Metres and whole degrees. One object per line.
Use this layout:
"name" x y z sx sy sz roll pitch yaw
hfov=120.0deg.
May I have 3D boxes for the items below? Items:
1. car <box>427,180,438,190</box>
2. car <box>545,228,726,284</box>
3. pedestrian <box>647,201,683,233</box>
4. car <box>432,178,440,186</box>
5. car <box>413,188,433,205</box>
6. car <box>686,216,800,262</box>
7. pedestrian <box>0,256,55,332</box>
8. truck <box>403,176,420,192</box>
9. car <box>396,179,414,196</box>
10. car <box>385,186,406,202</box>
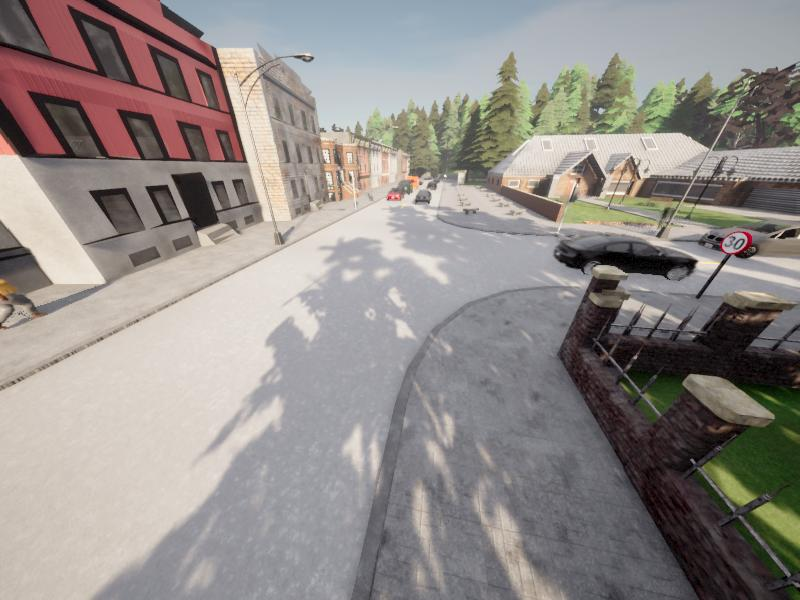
"car" 6.505 -23.150 46.607 1.837 1.490 4.892 5 30 9
"car" 9.508 -1.996 9.925 5.008 1.535 1.882 5 30 8
"pedestrian" 17.751 -5.570 15.519 0.751 1.860 0.751 -12 32 -20
"car" 9.532 -31.437 61.393 1.837 1.490 4.892 5 30 9
"car" 3.076 -13.450 29.908 2.033 1.411 5.357 5 30 9
"car" 18.859 -3.159 11.807 4.611 1.667 2.242 5 30 9
"pedestrian" -10.748 -0.171 6.184 0.751 1.860 0.751 6 30 10
"truck" 2.385 -23.226 46.201 2.627 2.467 5.204 5 30 9
"car" 0.881 -19.039 38.936 2.150 2.045 5.566 5 30 9
"car" -0.536 -14.777 32.073 2.007 1.525 4.514 5 30 9
